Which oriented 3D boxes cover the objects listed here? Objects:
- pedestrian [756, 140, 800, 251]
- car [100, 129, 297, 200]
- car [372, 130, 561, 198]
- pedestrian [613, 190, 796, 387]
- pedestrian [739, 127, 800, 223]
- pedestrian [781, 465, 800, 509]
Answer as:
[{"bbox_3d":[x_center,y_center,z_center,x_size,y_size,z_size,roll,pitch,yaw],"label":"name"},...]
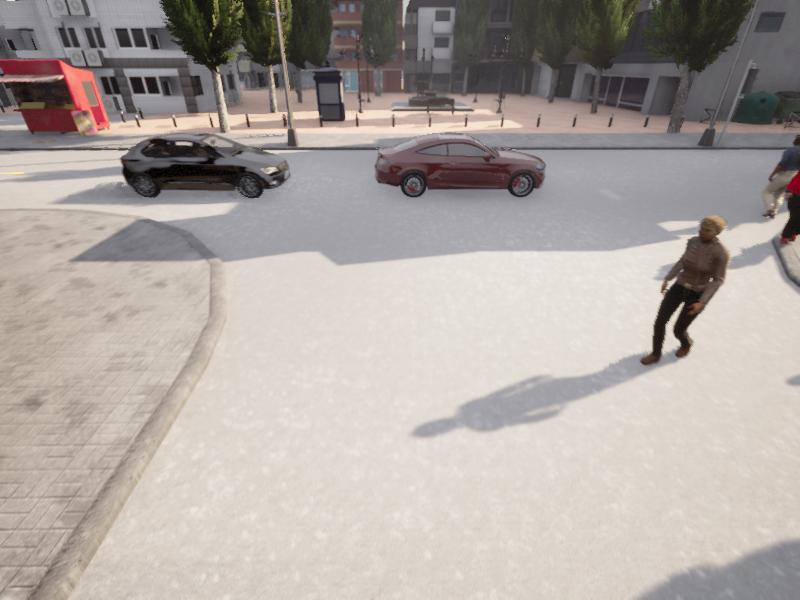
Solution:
[{"bbox_3d":[7.299,-1.883,7.095,0.751,1.860,0.751,12,33,20],"label":"pedestrian"},{"bbox_3d":[-5.204,-3.723,10.880,4.193,1.474,1.816,1,30,1],"label":"car"},{"bbox_3d":[1.632,-3.772,10.999,4.674,1.442,1.812,0,30,0],"label":"car"},{"bbox_3d":[3.122,-0.109,4.287,0.751,1.860,0.751,-13,33,-21],"label":"pedestrian"},{"bbox_3d":[8.453,-2.731,8.766,0.751,1.860,0.751,3,30,5],"label":"pedestrian"},{"bbox_3d":[3.530,0.930,2.512,0.751,1.860,0.751,-2,30,-3],"label":"pedestrian"}]
